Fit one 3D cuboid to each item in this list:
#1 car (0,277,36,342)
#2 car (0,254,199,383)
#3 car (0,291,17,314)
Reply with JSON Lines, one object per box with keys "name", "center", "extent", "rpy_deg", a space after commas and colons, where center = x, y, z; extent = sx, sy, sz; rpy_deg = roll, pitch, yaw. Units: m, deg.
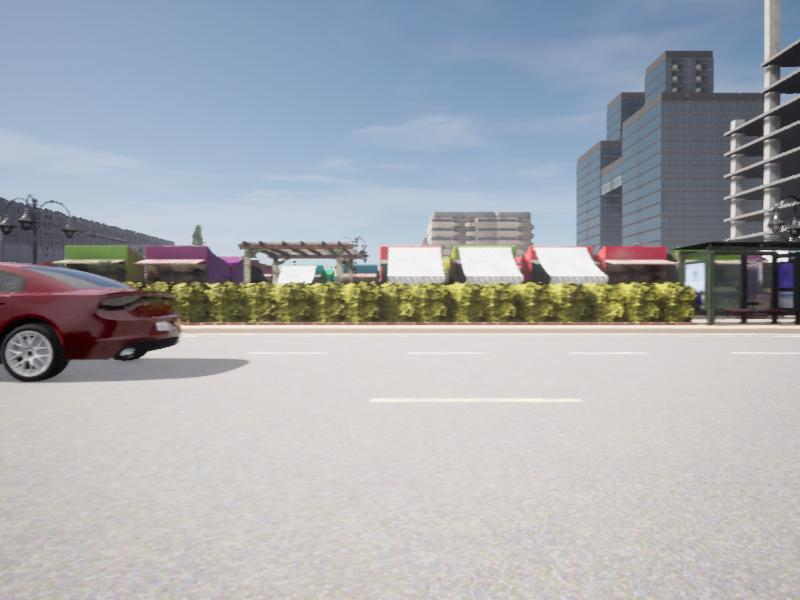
{"name": "car", "center": [-11.075, 0.222, 9.292], "extent": [3.633, 1.501, 1.845], "rpy_deg": [0, 0, 3]}
{"name": "car", "center": [-5.845, 0.221, 5.694], "extent": [5.008, 1.535, 1.882], "rpy_deg": [0, 0, 0]}
{"name": "car", "center": [-28.323, 0.191, 25.863], "extent": [1.801, 1.575, 5.366], "rpy_deg": [0, 0, 2]}
